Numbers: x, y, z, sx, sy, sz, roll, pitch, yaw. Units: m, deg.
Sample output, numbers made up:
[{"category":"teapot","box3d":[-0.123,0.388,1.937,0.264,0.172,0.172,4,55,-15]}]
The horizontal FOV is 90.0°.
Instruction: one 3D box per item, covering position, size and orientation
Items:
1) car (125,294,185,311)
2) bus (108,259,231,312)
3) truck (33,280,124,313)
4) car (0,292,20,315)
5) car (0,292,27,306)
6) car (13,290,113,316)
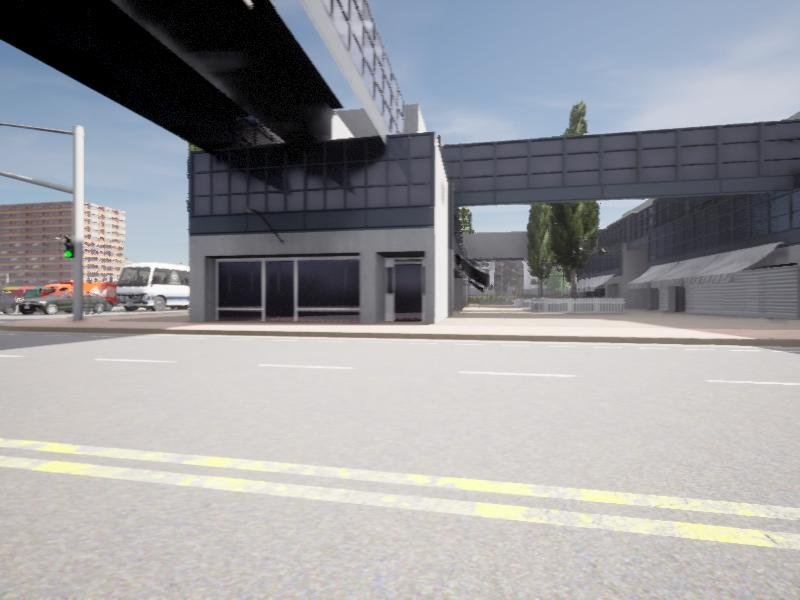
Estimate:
[{"category":"car","box3d":[-23.997,0.194,39.457,1.801,1.575,5.366,0,0,13]},{"category":"bus","box3d":[-20.776,-1.140,37.265,3.944,4.253,10.273,0,0,13]},{"category":"truck","box3d":[-25.620,-0.251,32.188,2.627,2.467,5.204,0,0,12]},{"category":"car","box3d":[-27.040,0.218,25.542,1.845,1.501,3.633,0,0,12]},{"category":"car","box3d":[-53.756,-0.120,54.546,4.605,1.855,1.932,0,0,11]},{"category":"car","box3d":[-23.030,0.173,27.674,2.152,1.651,5.027,0,0,11]}]
